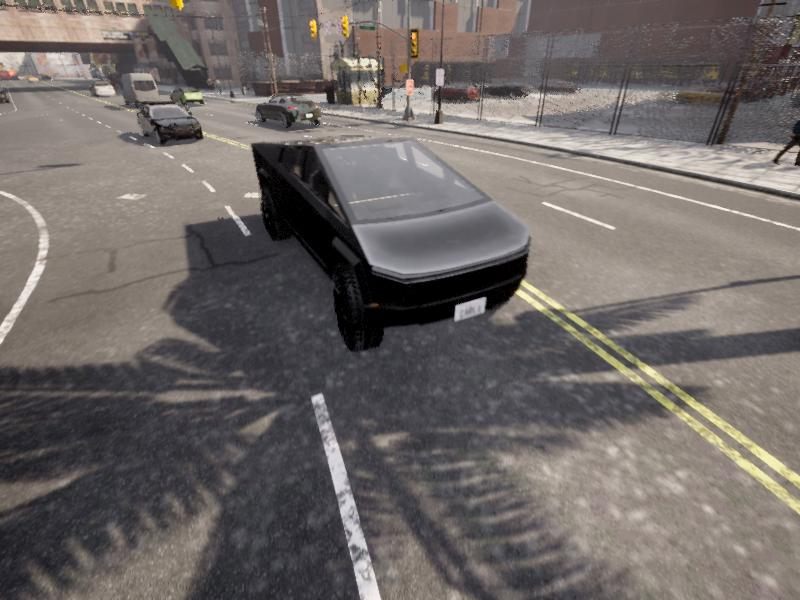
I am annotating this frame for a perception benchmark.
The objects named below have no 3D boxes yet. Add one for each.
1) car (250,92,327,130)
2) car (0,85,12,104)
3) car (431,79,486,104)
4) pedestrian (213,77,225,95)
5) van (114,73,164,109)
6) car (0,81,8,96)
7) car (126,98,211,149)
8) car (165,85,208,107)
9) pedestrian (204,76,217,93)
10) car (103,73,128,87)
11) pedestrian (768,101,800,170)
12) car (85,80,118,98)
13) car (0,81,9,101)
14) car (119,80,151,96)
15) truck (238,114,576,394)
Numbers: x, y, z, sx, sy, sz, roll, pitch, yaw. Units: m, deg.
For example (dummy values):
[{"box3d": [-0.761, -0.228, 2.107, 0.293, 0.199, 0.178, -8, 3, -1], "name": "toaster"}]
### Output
[{"box3d": [-6.709, -11.351, 23.833, 2.152, 1.651, 5.027, -24, 38, -34], "name": "car"}, {"box3d": [-40.400, -20.434, 39.751, 2.097, 1.535, 5.008, -24, 38, -35], "name": "car"}, {"box3d": [5.229, -18.921, 36.277, 2.185, 1.767, 4.553, -24, 38, -35], "name": "car"}, {"box3d": [-20.895, -24.743, 46.246, 0.751, 1.860, 0.751, -23, 37, -33], "name": "pedestrian"}, {"box3d": [-23.181, -18.580, 35.426, 1.988, 2.561, 5.915, -24, 38, -34], "name": "van"}, {"box3d": [-51.791, -26.900, 50.901, 2.231, 1.521, 4.892, -24, 38, -35], "name": "car"}, {"box3d": [-11.126, -8.571, 19.110, 1.930, 1.638, 5.238, -24, 38, -34], "name": "car"}, {"box3d": [-19.653, -18.803, 36.773, 2.007, 1.525, 4.514, -24, 38, -34], "name": "car"}, {"box3d": [-23.430, -26.630, 49.493, 0.751, 1.860, 0.751, 25, 39, 37], "name": "pedestrian"}, {"box3d": [-51.469, -39.757, 72.348, 2.435, 2.045, 5.566, -24, 38, -35], "name": "car"}, {"box3d": [12.497, -5.124, 12.429, 0.751, 1.860, 0.751, -15, 34, -24], "name": "pedestrian"}, {"box3d": [-36.386, -25.746, 48.758, 2.242, 1.667, 4.611, -24, 38, -34], "name": "car"}, {"box3d": [-44.731, -22.925, 43.796, 2.185, 1.767, 4.553, -24, 38, -35], "name": "car"}, {"box3d": [-33.312, -26.708, 50.284, 2.033, 1.649, 4.856, -24, 38, -34], "name": "car"}, {"box3d": [-0.695, -1.577, 6.618, 2.390, 2.098, 6.274, -15, 33, -24], "name": "truck"}]
